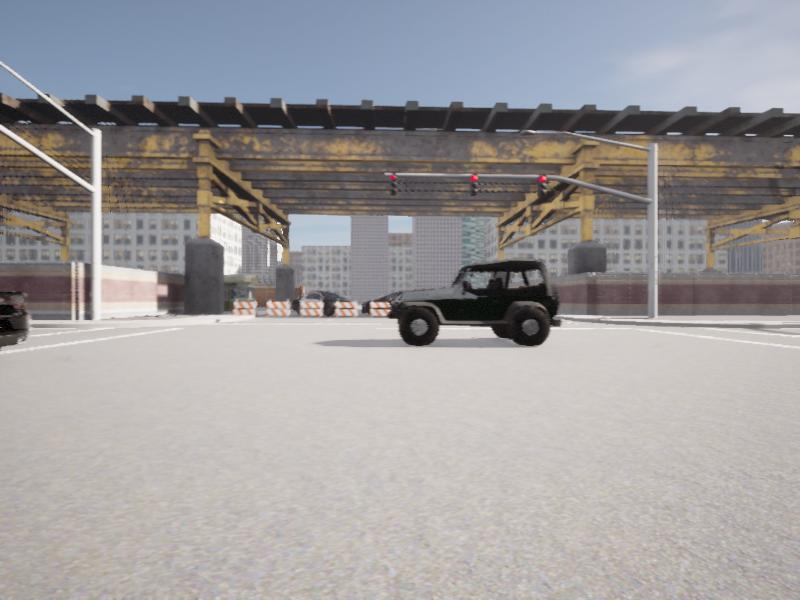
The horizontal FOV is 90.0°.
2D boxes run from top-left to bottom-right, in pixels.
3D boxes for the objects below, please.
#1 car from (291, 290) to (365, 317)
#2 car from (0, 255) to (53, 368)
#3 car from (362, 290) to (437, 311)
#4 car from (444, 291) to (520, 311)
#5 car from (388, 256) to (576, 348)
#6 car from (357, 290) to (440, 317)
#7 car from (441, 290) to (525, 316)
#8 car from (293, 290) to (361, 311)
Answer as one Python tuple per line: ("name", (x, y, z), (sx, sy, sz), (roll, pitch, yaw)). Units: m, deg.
("car", (-4.634, 0.190, 25.135), (4.974, 1.542, 2.038), (0, 0, 44))
("car", (-8.411, 0.163, 5.703), (5.238, 1.638, 1.930), (0, 0, 0))
("car", (0.016, 0.035, 25.177), (4.536, 1.218, 1.853), (0, 0, -36))
("car", (5.295, 0.037, 25.960), (4.536, 1.218, 1.853), (0, 0, 29))
("car", (1.685, 0.043, 9.202), (3.866, 1.878, 1.905), (0, 0, 0))
("car", (-0.026, 0.192, 25.146), (4.974, 1.542, 2.038), (0, 0, -36))
("car", (5.341, 0.195, 25.936), (4.974, 1.542, 2.038), (0, 0, 29))
("car", (-4.672, 0.033, 25.170), (4.536, 1.218, 1.853), (0, 0, 44))
